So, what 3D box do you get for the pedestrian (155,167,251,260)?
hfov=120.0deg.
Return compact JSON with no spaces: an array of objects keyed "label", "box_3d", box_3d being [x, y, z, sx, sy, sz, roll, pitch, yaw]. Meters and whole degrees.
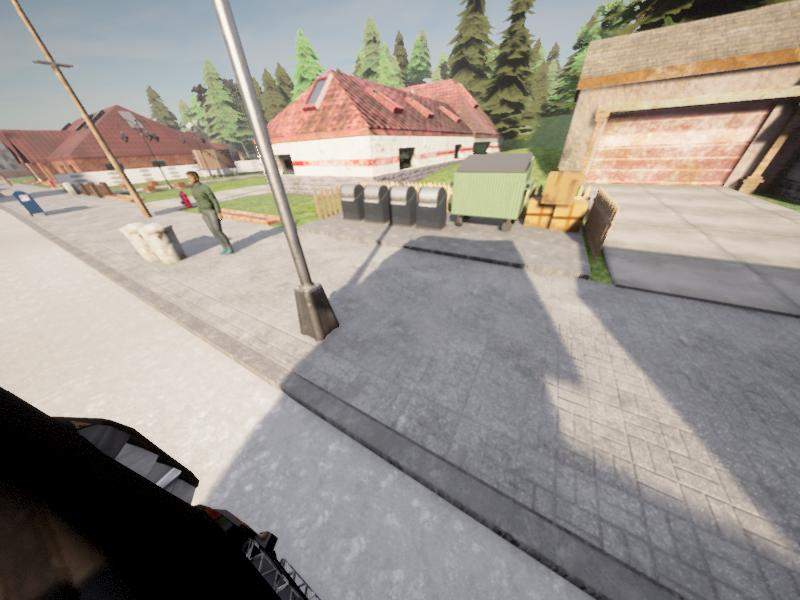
[{"label":"pedestrian","box_3d":[-4.411,-1.966,5.354,0.751,1.860,0.751,7,35,14]}]
